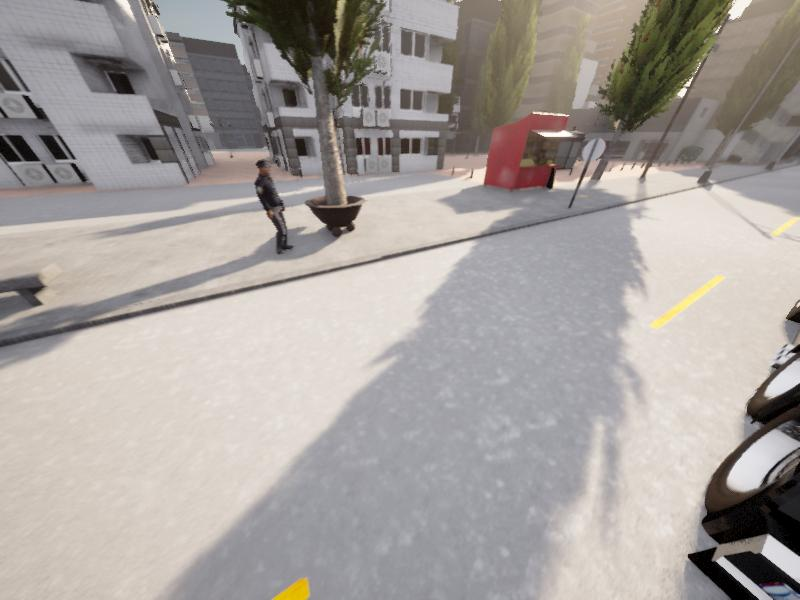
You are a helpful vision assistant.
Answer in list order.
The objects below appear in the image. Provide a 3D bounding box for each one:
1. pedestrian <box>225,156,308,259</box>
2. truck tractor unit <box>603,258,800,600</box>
[{"bbox_3d":[-2.652,-1.890,4.843,0.751,1.860,0.751,3,35,4],"label":"pedestrian"},{"bbox_3d":[5.099,-0.314,0.794,6.516,4.208,3.053,-19,39,-25],"label":"truck tractor unit"}]
